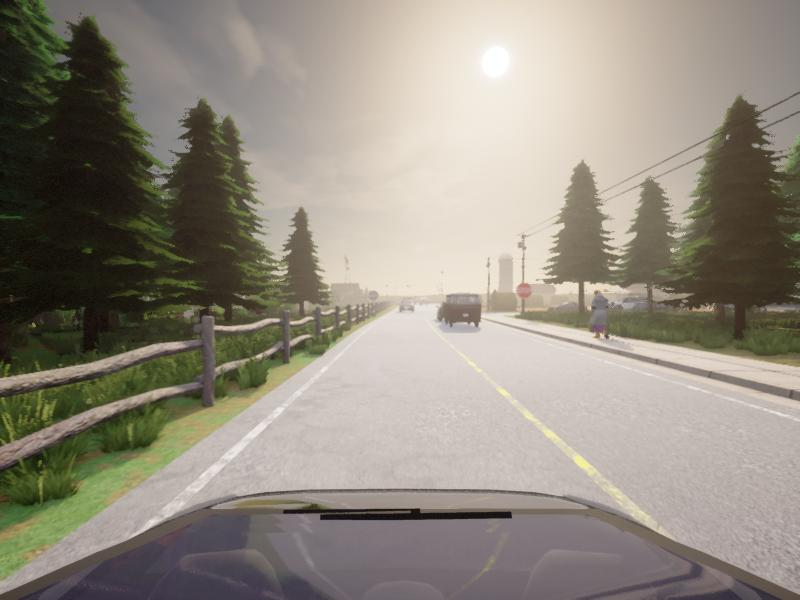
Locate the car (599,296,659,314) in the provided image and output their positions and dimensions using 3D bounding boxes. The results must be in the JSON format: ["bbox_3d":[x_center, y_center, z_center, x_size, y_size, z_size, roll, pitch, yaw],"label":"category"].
[{"bbox_3d":[25.909,0.547,45.342,5.566,2.045,2.150,0,0,-1],"label":"car"}]

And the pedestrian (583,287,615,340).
[{"bbox_3d":[7.232,0.466,14.531,0.751,1.860,0.751,0,0,-6],"label":"pedestrian"}]

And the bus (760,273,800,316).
[{"bbox_3d":[44.948,-0.552,42.317,10.273,4.253,3.944,0,0,-1],"label":"bus"}]

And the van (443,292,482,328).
[{"bbox_3d":[3.659,0.564,24.189,1.775,1.987,4.442,0,0,1],"label":"van"}]

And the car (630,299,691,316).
[{"bbox_3d":[27.179,0.762,41.891,5.027,1.651,2.152,0,0,-1],"label":"car"}]

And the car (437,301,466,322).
[{"bbox_3d":[3.835,0.803,30.414,1.837,1.490,4.892,0,0,3],"label":"car"}]

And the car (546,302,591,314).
[{"bbox_3d":[19.018,0.886,45.223,4.181,1.385,1.994,0,0,-2],"label":"car"}]

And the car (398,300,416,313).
[{"bbox_3d":[0.854,0.777,49.203,2.128,1.511,4.902,0,0,2],"label":"car"}]
